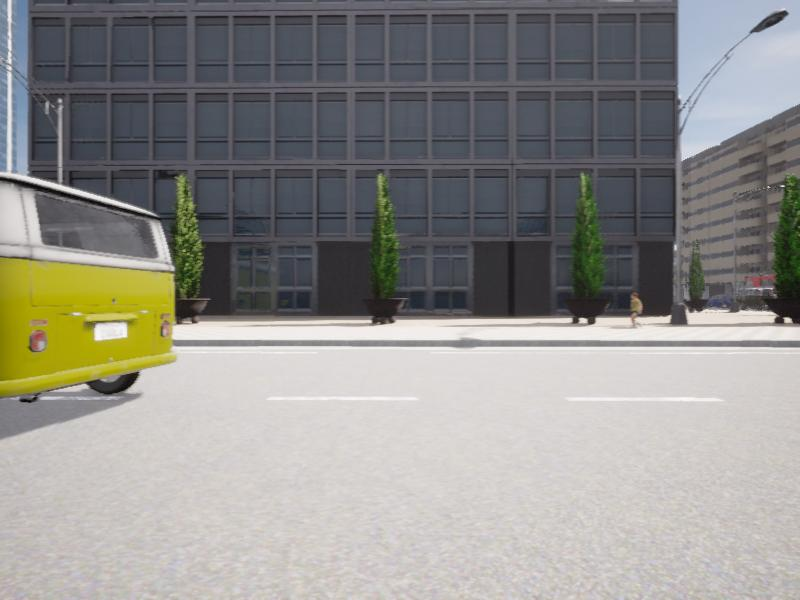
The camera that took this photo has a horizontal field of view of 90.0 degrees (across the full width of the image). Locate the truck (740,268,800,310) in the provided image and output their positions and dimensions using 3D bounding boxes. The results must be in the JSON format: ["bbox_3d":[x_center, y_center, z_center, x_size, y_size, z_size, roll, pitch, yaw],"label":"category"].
[{"bbox_3d":[38.206,-0.985,39.025,2.891,3.827,8.468,0,0,1],"label":"truck"}]

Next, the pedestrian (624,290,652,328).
[{"bbox_3d":[6.988,0.263,11.763,0.500,1.100,0.500,0,0,-1],"label":"pedestrian"}]

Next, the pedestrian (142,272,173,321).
[{"bbox_3d":[-9.550,-0.136,15.768,0.751,1.860,0.751,0,0,16],"label":"pedestrian"}]

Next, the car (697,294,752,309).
[{"bbox_3d":[34.760,0.159,43.077,1.882,1.535,5.008,0,0,1],"label":"car"}]

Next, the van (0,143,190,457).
[{"bbox_3d":[-4.579,-0.001,3.760,4.442,1.987,1.775,0,0,10],"label":"van"}]

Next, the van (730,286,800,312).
[{"bbox_3d":[31.131,-0.092,34.308,2.069,2.038,4.480,0,0,1],"label":"van"}]
